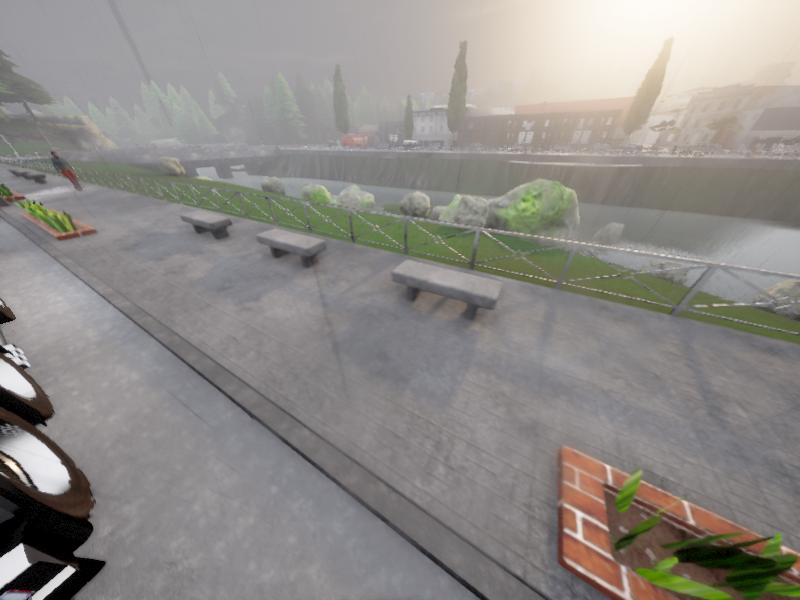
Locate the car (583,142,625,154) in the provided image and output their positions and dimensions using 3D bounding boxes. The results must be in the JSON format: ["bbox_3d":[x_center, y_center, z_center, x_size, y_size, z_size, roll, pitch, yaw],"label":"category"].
[{"bbox_3d":[35.784,-26.784,40.726,5.238,1.638,1.930,19,39,24],"label":"car"}]

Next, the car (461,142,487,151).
[{"bbox_3d":[16.978,-35.423,53.304,5.238,1.638,1.930,18,39,24],"label":"car"}]

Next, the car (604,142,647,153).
[{"bbox_3d":[40.878,-27.741,42.055,5.238,1.638,1.930,17,38,24],"label":"car"}]

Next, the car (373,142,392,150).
[{"bbox_3d":[-4.814,-42.412,63.535,4.856,1.649,2.033,18,39,24],"label":"car"}]

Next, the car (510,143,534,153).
[{"bbox_3d":[24.410,-30.367,46.118,3.806,1.475,1.970,18,39,24],"label":"car"}]

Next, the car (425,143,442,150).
[{"bbox_3d":[8.336,-38.123,57.405,3.806,1.475,1.970,18,39,24],"label":"car"}]

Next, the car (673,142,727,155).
[{"bbox_3d":[49.275,-25.054,38.121,4.856,1.649,2.033,17,38,25],"label":"car"}]

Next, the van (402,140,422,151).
[{"bbox_3d":[2.862,-37.488,56.042,4.480,2.038,2.069,18,39,24],"label":"van"}]

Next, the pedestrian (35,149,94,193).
[{"bbox_3d":[-16.829,-6.509,11.653,0.751,1.860,0.751,15,38,21],"label":"pedestrian"}]

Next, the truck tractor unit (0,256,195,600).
[{"bbox_3d":[-5.096,-0.316,0.798,6.516,4.208,3.053,19,39,25],"label":"truck tractor unit"}]

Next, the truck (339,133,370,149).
[{"bbox_3d":[-13.072,-45.959,66.778,8.468,3.827,2.891,18,39,24],"label":"truck"}]

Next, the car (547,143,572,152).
[{"bbox_3d":[31.976,-30.513,46.260,3.806,1.475,1.970,18,39,25],"label":"car"}]

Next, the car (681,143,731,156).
[{"bbox_3d":[46.907,-23.204,35.513,3.988,1.617,1.851,18,39,24],"label":"car"}]
